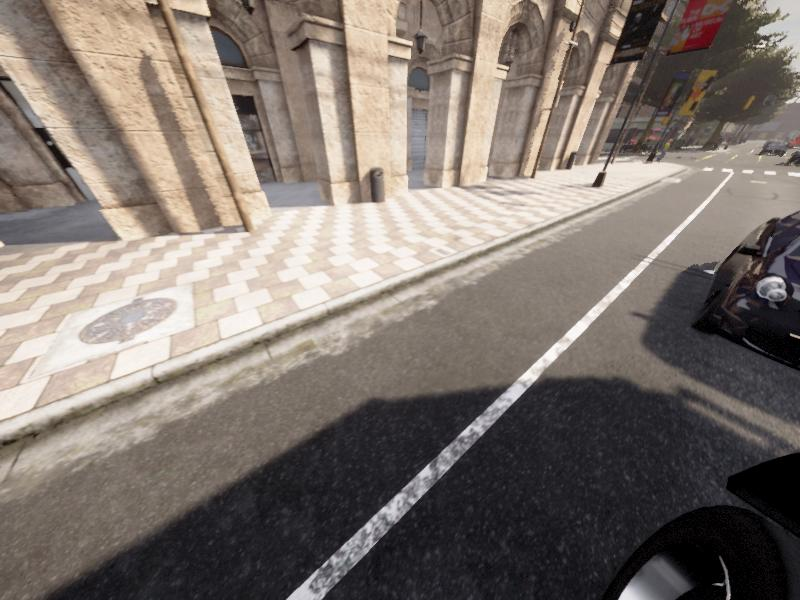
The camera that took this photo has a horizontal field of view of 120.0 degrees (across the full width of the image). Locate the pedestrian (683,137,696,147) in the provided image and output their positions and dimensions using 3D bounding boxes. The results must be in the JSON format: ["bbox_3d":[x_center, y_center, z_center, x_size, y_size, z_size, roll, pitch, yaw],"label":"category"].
[{"bbox_3d":[62.980,-34.334,50.187,0.751,1.860,0.751,7,36,11],"label":"pedestrian"}]

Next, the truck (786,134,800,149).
[{"bbox_3d":[79.822,-31.396,45.657,5.204,2.467,2.627,-24,42,-30],"label":"truck"}]

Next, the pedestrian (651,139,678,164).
[{"bbox_3d":[23.582,-13.282,20.640,0.751,1.860,0.751,-23,41,-28],"label":"pedestrian"}]

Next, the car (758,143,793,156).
[{"bbox_3d":[50.738,-20.441,31.290,4.181,1.385,1.994,-24,42,-30],"label":"car"}]

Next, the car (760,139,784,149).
[{"bbox_3d":[78.274,-32.828,48.594,4.902,1.511,2.128,-24,42,-30],"label":"car"}]

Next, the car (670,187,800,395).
[{"bbox_3d":[5.613,-0.285,2.940,3.633,1.501,1.845,-24,41,-29],"label":"car"}]

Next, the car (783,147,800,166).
[{"bbox_3d":[36.580,-12.058,19.532,1.994,1.385,4.181,-24,41,-30],"label":"car"}]

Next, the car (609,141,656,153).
[{"bbox_3d":[38.147,-25.171,38.005,2.128,1.511,4.902,-24,42,-30],"label":"car"}]

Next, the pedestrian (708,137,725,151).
[{"bbox_3d":[49.878,-24.539,36.398,0.751,1.860,0.751,28,44,34],"label":"pedestrian"}]
